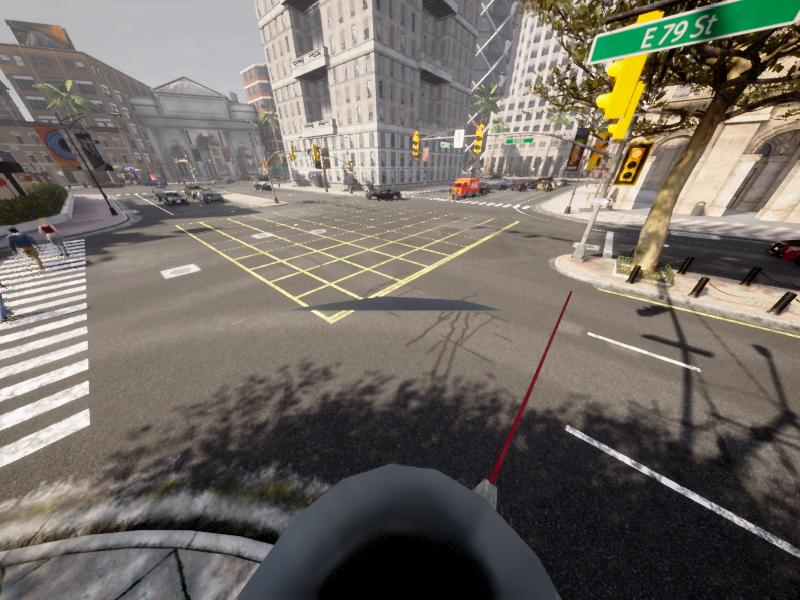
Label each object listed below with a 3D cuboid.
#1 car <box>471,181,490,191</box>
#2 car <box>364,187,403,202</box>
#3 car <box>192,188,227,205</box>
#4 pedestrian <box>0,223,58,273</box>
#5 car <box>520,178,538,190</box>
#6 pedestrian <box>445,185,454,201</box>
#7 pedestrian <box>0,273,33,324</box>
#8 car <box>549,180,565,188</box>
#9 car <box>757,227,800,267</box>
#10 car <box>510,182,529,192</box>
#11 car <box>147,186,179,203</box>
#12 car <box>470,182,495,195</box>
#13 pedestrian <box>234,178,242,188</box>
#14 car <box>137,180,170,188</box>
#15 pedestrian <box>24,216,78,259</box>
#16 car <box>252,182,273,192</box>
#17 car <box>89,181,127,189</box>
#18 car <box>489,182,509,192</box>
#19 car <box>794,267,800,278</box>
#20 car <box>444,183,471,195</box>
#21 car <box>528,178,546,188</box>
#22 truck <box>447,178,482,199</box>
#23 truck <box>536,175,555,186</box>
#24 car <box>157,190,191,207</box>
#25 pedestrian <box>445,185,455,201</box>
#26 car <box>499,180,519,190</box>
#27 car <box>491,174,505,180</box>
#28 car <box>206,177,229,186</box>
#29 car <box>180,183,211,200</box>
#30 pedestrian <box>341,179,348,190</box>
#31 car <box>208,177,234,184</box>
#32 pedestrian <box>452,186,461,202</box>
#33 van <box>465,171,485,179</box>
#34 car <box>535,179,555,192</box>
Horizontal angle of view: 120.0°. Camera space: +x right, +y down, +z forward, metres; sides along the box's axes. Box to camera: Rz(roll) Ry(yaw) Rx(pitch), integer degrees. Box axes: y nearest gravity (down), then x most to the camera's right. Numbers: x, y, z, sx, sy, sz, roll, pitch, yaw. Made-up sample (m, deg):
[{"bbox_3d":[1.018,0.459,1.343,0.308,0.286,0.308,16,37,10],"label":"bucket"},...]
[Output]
[{"bbox_3d":[16.040,-22.778,46.090,1.994,1.385,4.181,23,37,34],"label":"car"},{"bbox_3d":[-2.225,-14.321,31.317,4.892,1.490,1.837,-7,32,-12],"label":"car"},{"bbox_3d":[-24.565,-13.443,29.759,4.974,1.542,2.038,23,37,34],"label":"car"},{"bbox_3d":[-16.090,-2.230,9.959,0.751,1.860,0.751,24,38,35],"label":"pedestrian"},{"bbox_3d":[26.168,-23.563,46.927,1.905,1.878,3.866,23,37,34],"label":"car"},{"bbox_3d":[6.547,-14.243,30.767,0.751,1.860,0.751,25,38,36],"label":"pedestrian"},{"bbox_3d":[-11.845,-0.260,6.546,0.751,1.860,0.751,25,38,36],"label":"pedestrian"},{"bbox_3d":[34.935,-25.758,51.324,1.895,1.301,4.718,23,37,34],"label":"car"},{"bbox_3d":[20.099,-2.053,10.194,4.181,1.385,1.994,23,37,34],"label":"car"},{"bbox_3d":[22.317,-21.118,43.108,1.816,1.474,4.193,23,37,34],"label":"car"},{"bbox_3d":[-32.069,-14.368,31.251,5.238,1.638,1.930,23,37,34],"label":"car"},{"bbox_3d":[14.079,-19.007,39.286,1.930,1.638,5.238,23,37,34],"label":"car"},{"bbox_3d":[-34.347,-24.802,49.054,0.751,1.860,0.751,24,37,35],"label":"pedestrian"},{"bbox_3d":[-54.952,-26.005,51.604,4.674,1.442,1.812,-7,31,-11],"label":"car"},{"bbox_3d":[-17.289,-3.127,11.512,0.751,1.860,0.751,23,37,34],"label":"pedestrian"},{"bbox_3d":[-26.227,-21.647,44.022,3.806,1.475,1.970,23,37,34],"label":"car"},{"bbox_3d":[-61.376,-24.230,48.677,4.718,1.301,1.895,-22,37,-33],"label":"car"},{"bbox_3d":[19.019,-21.834,44.455,1.994,1.385,4.181,23,37,34],"label":"car"},{"bbox_3d":[18.275,-0.610,7.532,4.974,1.542,2.038,23,37,34],"label":"car"},{"bbox_3d":[9.919,-19.141,39.766,2.033,1.411,5.357,23,37,34],"label":"car"},{"bbox_3d":[30.554,-26.061,51.503,1.930,1.638,5.238,23,37,34],"label":"car"},{"bbox_3d":[9.671,-16.725,34.505,2.627,2.467,5.204,23,37,34],"label":"truck"},{"bbox_3d":[35.861,-29.371,56.779,2.390,2.098,6.274,23,37,34],"label":"truck"},{"bbox_3d":[-26.955,-12.141,27.558,3.806,1.475,1.970,23,37,34],"label":"car"},{"bbox_3d":[6.799,-14.562,31.319,0.751,1.860,0.751,-19,35,-30],"label":"pedestrian"},{"bbox_3d":[22.817,-24.121,48.304,2.163,1.488,4.792,23,37,34],"label":"car"},{"bbox_3d":[35.382,-44.529,83.603,3.988,1.617,1.851,23,37,34],"label":"car"},{"bbox_3d":[-46.351,-30.187,58.762,1.851,1.617,3.988,11,32,19],"label":"car"},{"bbox_3d":[-29.341,-15.610,33.164,4.605,1.855,1.932,23,37,34],"label":"car"},{"bbox_3d":[-10.322,-21.481,42.998,0.751,1.860,0.751,25,38,36],"label":"pedestrian"},{"bbox_3d":[-48.418,-32.334,62.418,2.038,1.542,4.974,23,37,34],"label":"car"},{"bbox_3d":[7.325,-13.786,29.974,0.751,1.860,0.751,22,36,33],"label":"pedestrian"},{"bbox_3d":[27.598,-45.906,85.080,6.366,2.431,2.351,21,36,32],"label":"van"},{"bbox_3d":[27.177,-21.452,43.283,1.932,1.855,4.605,23,37,34],"label":"car"}]
